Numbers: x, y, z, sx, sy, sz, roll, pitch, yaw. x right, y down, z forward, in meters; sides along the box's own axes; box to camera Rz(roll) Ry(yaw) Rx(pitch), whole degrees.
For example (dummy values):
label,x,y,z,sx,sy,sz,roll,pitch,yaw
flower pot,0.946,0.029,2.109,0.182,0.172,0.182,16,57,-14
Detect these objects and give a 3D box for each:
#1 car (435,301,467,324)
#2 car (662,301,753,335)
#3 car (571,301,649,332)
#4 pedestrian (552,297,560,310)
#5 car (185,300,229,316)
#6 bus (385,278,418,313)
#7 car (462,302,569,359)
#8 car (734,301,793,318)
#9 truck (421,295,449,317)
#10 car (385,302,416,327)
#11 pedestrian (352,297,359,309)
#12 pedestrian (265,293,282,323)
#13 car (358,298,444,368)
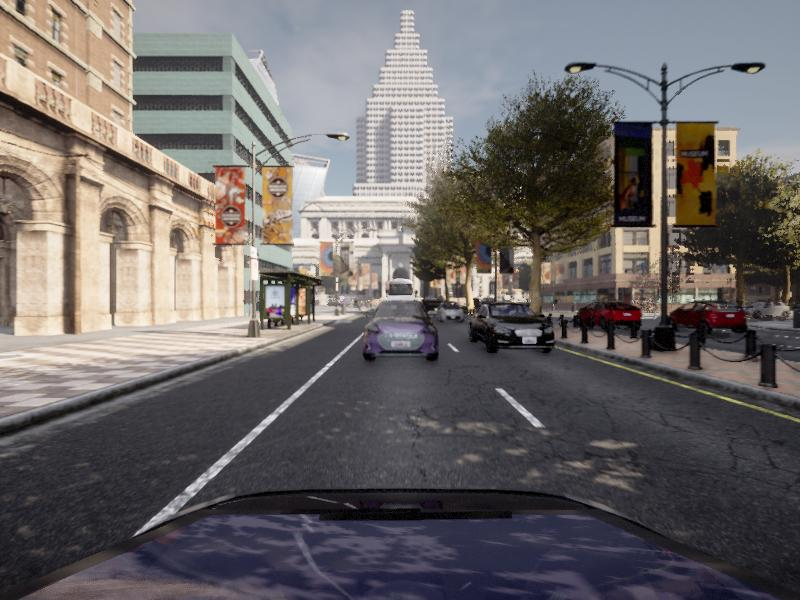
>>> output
label,x,y,z,sx,sy,sz,roll,pitch,yaw
car,3.579,0.838,28.588,1.845,1.501,3.633,0,0,1
car,15.115,0.820,19.924,1.789,1.549,3.705,0,0,3
car,11.507,0.837,22.352,2.007,1.525,4.514,0,0,0
pedestrian,22.297,0.505,57.342,0.751,1.860,0.751,0,0,-17
car,-19.261,0.771,40.260,2.161,1.482,4.786,0,0,0
bus,0.226,-0.514,53.773,3.944,4.253,10.273,0,0,0
car,3.523,0.842,13.321,2.128,1.511,4.902,0,0,0
car,32.698,0.839,36.084,3.633,1.501,1.845,0,0,-1
truck,3.567,0.558,41.802,2.390,2.098,6.274,0,0,0
car,0.058,0.855,26.029,1.837,1.490,4.892,0,0,0
pedestrian,-7.264,0.508,65.278,0.751,1.860,0.751,0,0,20
pedestrian,-7.887,0.494,24.996,0.751,1.860,0.751,0,0,11
car,0.023,0.783,11.890,2.033,1.649,4.856,0,0,0
